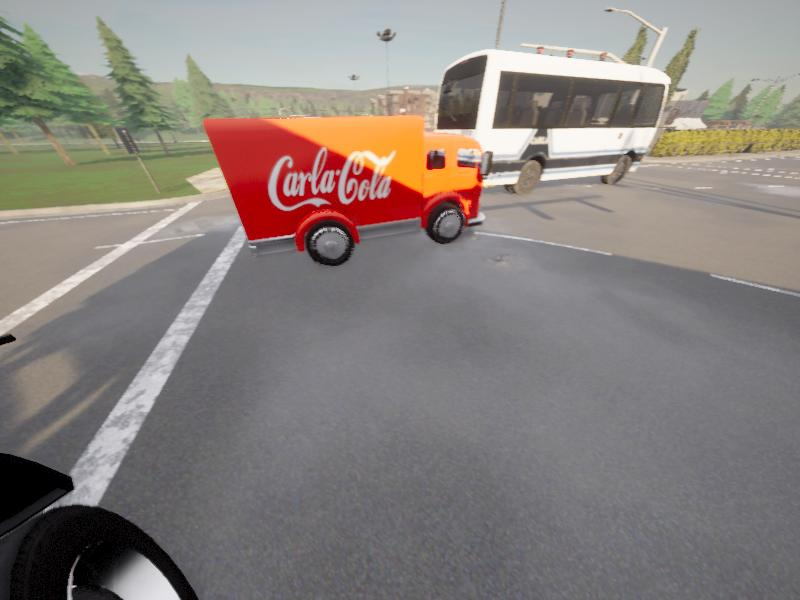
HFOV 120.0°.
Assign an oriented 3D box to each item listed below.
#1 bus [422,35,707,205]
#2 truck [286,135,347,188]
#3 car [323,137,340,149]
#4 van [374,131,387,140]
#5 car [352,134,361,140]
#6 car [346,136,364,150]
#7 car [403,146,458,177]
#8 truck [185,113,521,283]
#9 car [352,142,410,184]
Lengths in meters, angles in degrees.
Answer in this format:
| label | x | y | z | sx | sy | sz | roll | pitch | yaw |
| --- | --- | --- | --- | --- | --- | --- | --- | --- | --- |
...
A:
| label | x | y | z | sx | sy | sz | roll | pitch | yaw |
| --- | --- | --- | --- | --- | --- | --- | --- | --- | --- |
| bus | 6.584 | -7.454 | 10.293 | 10.273 | 4.253 | 3.944 | -14 | 38 | -17 |
| truck | -4.880 | -8.334 | 13.496 | 2.390 | 2.098 | 6.274 | -11 | 37 | -14 |
| car | -11.848 | -27.110 | 39.801 | 2.038 | 1.542 | 4.974 | -11 | 37 | -14 |
| van | -6.350 | -52.895 | 74.276 | 2.351 | 2.431 | 6.366 | -11 | 37 | -14 |
| car | -14.545 | -53.939 | 76.546 | 2.038 | 1.542 | 4.974 | -12 | 38 | -15 |
| car | -7.545 | -26.051 | 38.203 | 2.033 | 1.649 | 4.856 | -11 | 38 | -14 |
| car | 1.831 | -9.407 | 15.484 | 1.994 | 1.385 | 4.181 | -12 | 38 | -15 |
| truck | -0.644 | -2.604 | 5.280 | 5.204 | 2.467 | 2.627 | -13 | 38 | -15 |
| car | -1.305 | -8.372 | 13.898 | 2.152 | 1.651 | 5.027 | -11 | 37 | -14 |
